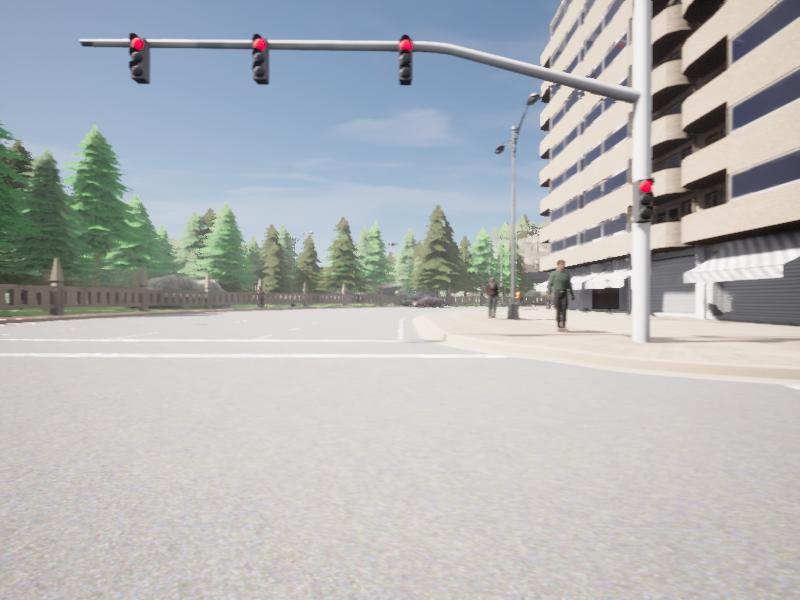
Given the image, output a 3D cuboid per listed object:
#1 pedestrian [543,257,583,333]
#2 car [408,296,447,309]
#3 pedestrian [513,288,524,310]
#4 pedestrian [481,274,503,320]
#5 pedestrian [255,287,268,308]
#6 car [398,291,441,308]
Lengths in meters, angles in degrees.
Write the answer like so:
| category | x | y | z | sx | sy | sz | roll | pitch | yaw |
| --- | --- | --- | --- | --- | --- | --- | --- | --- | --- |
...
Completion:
| category | x | y | z | sx | sy | sz | roll | pitch | yaw |
| --- | --- | --- | --- | --- | --- | --- | --- | --- | --- |
| pedestrian | 4.103 | -0.117 | 10.138 | 0.751 | 1.860 | 0.751 | 0 | 0 | 5 |
| car | 3.274 | 0.239 | 46.410 | 4.674 | 1.442 | 1.812 | 0 | 0 | -44 |
| pedestrian | 10.087 | -0.110 | 34.161 | 0.751 | 1.860 | 0.751 | 0 | 0 | 30 |
| pedestrian | 3.822 | -0.123 | 16.651 | 0.751 | 1.860 | 0.751 | 0 | 0 | 2 |
| pedestrian | -12.086 | -0.200 | 34.924 | 0.751 | 1.860 | 0.751 | 0 | 0 | 19 |
| car | 2.532 | -0.068 | 50.584 | 5.566 | 2.045 | 2.150 | 0 | 0 | -41 |
